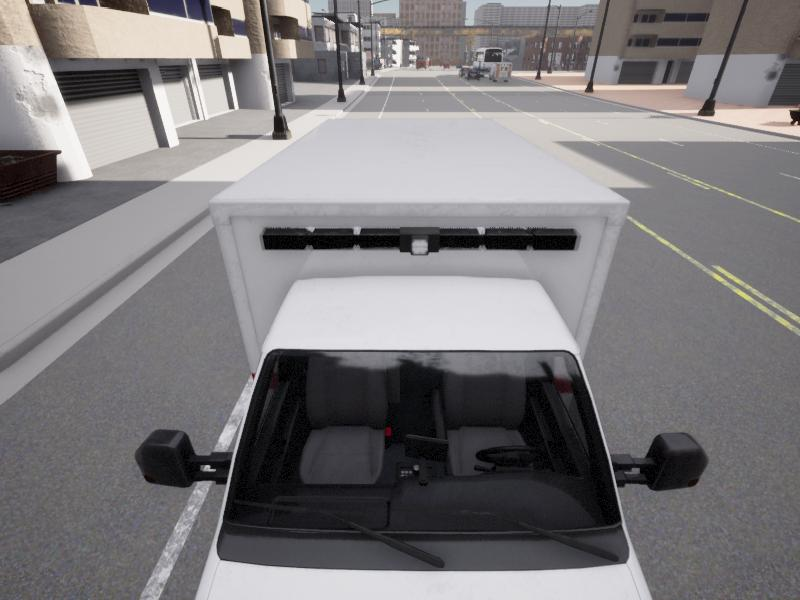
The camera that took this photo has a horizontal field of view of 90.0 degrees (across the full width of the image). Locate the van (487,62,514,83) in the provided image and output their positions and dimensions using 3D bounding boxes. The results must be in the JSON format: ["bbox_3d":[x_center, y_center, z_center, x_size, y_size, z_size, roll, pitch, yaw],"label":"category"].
[{"bbox_3d":[14.706,-33.726,59.162,2.351,2.431,6.366,0,32,0],"label":"van"}]

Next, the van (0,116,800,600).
[{"bbox_3d":[0.107,0.012,3.605,2.351,2.431,6.366,0,30,0],"label":"van"}]

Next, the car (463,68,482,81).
[{"bbox_3d":[11.233,-35.003,62.115,2.128,1.511,4.902,0,32,0],"label":"car"}]

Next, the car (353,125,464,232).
[{"bbox_3d":[0.184,-3.330,10.225,2.128,1.511,4.902,0,30,0],"label":"car"}]

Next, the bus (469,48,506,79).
[{"bbox_3d":[14.682,-40.328,67.955,3.944,4.253,10.273,0,32,0],"label":"bus"}]
